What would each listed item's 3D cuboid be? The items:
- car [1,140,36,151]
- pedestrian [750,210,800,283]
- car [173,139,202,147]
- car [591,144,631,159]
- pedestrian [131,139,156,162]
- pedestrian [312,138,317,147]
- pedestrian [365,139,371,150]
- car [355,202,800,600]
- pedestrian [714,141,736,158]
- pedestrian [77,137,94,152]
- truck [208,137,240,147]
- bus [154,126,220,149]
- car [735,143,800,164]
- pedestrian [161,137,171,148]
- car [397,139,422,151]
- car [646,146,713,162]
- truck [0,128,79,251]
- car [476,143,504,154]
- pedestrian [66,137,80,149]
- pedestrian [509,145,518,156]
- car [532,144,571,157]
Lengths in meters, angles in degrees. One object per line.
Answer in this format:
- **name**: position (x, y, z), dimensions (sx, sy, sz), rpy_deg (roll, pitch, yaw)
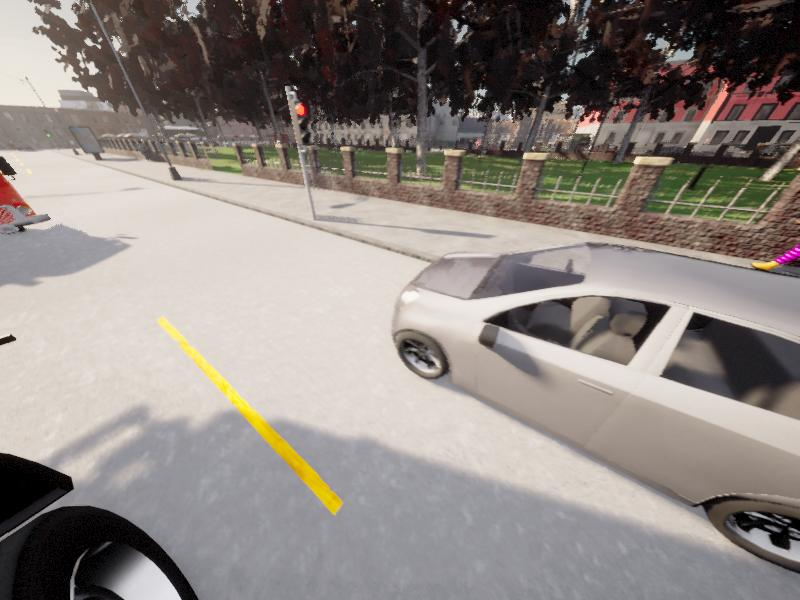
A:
- **car**: position (-64.775, -26.226, 39.204), dimensions (3.633, 1.501, 1.845), rpy_deg (14, 37, 18)
- **pedestrian**: position (7.481, -1.252, 3.912), dimensions (0.751, 1.860, 0.751), rpy_deg (22, 41, 28)
- **car**: position (-54.494, -40.422, 59.413), dimensions (1.882, 1.535, 5.008), rpy_deg (22, 41, 28)
- **car**: position (28.830, -20.427, 31.770), dimensions (3.705, 1.549, 1.789), rpy_deg (22, 41, 28)
- **pedestrian**: position (-24.671, -14.363, 22.223), dimensions (0.751, 1.860, 0.751), rpy_deg (22, 41, 28)
- **pedestrian**: position (-21.386, -39.462, 57.834), dimensions (0.751, 1.860, 0.751), rpy_deg (-19, 40, -25)
- **pedestrian**: position (-6.554, -31.708, 46.969), dimensions (0.751, 1.860, 0.751), rpy_deg (23, 41, 28)
- **car**: position (1.638, 0.254, 2.236), dimensions (3.633, 1.501, 1.845), rpy_deg (21, 40, 27)
- **pedestrian**: position (44.615, -20.631, 31.707), dimensions (0.751, 1.860, 0.751), rpy_deg (13, 37, 17)
- **pedestrian**: position (-49.061, -24.242, 36.003), dimensions (0.751, 1.860, 0.751), rpy_deg (24, 41, 29)
- **truck**: position (-49.500, -44.665, 65.190), dimensions (2.390, 2.098, 6.274), rpy_deg (22, 41, 28)
- **bus**: position (-51.673, -39.778, 56.544), dimensions (3.944, 4.253, 10.273), rpy_deg (22, 41, 28)
- **car**: position (43.560, -17.346, 27.237), dimensions (3.866, 1.878, 1.905), rpy_deg (23, 41, 28)
- **pedestrian**: position (-51.155, -34.482, 50.503), dimensions (0.751, 1.860, 0.751), rpy_deg (22, 41, 27)
- **car**: position (1.855, -31.542, 47.013), dimensions (4.605, 1.855, 1.932), rpy_deg (22, 40, 27)
- **car**: position (34.344, -18.154, 28.647), dimensions (4.892, 1.490, 1.837), rpy_deg (22, 40, 27)
- **truck**: position (-12.122, -2.349, 4.980), dimensions (5.204, 2.467, 2.627), rpy_deg (-2, 33, -4)
- **car**: position (15.305, -25.906, 39.487), dimensions (3.806, 1.475, 1.970), rpy_deg (22, 41, 28)
- **pedestrian**: position (-62.687, -30.048, 44.312), dimensions (0.751, 1.860, 0.751), rpy_deg (25, 42, 31)
- **pedestrian**: position (16.633, -22.013, 33.910), dimensions (0.751, 1.300, 0.751), rpy_deg (22, 41, 28)
- **car**: position (22.939, -22.816, 35.130), dimensions (4.514, 1.525, 2.007), rpy_deg (22, 41, 28)
